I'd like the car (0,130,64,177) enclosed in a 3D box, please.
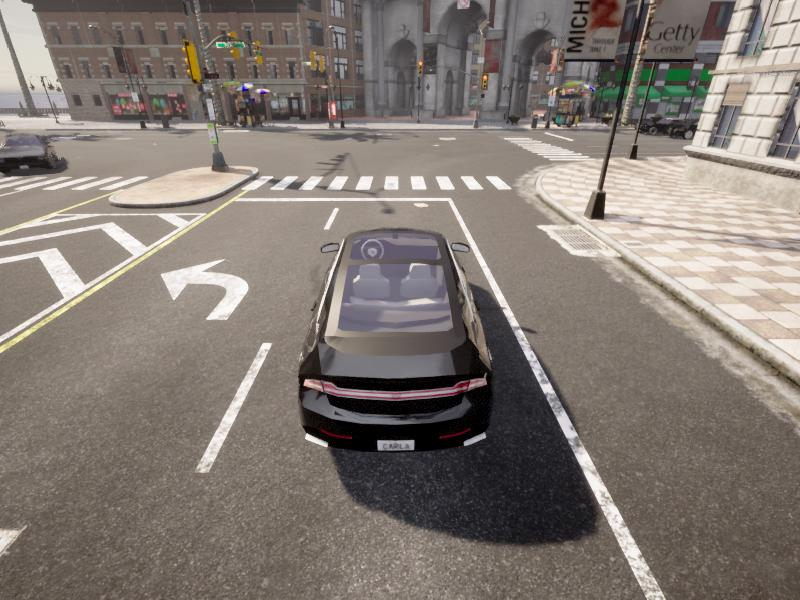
[{"bbox_3d":[-17.282,-6.923,18.578,2.033,1.411,5.357,-17,32,-30],"label":"car"}]

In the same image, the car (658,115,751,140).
[{"bbox_3d":[23.097,-13.190,30.510,5.238,1.638,1.930,0,27,0],"label":"car"}]

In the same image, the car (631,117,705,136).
[{"bbox_3d":[22.491,-14.637,33.705,4.718,1.301,1.895,0,27,1],"label":"car"}]

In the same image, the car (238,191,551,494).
[{"bbox_3d":[-0.058,-0.145,5.248,2.128,1.511,4.902,0,27,-1],"label":"car"}]
